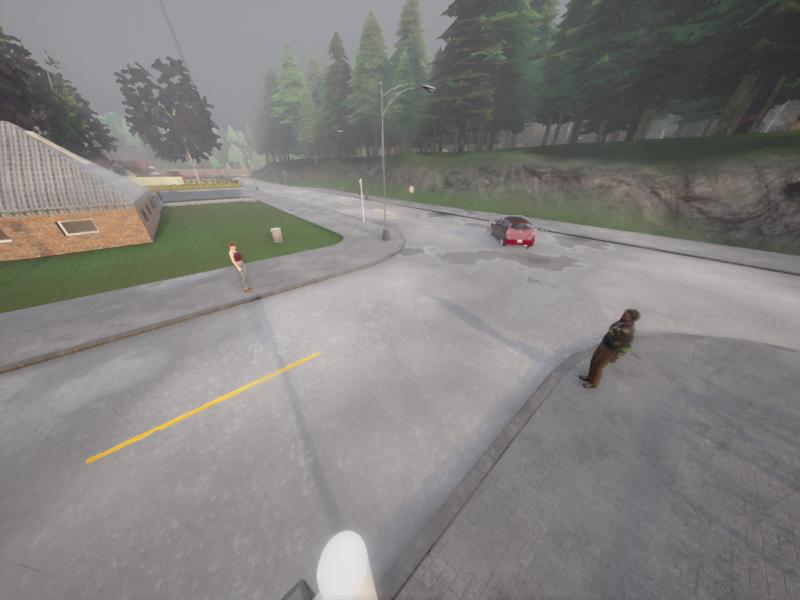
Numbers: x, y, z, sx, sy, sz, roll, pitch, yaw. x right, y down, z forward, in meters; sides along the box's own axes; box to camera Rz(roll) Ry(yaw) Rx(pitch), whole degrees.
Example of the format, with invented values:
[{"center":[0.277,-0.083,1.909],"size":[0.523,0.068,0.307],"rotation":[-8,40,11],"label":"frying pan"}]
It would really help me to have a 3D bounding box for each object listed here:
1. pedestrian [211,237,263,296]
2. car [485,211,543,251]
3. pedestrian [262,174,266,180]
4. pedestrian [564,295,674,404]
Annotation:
[{"center":[-5.603,-1.148,8.086],"size":[0.751,1.860,0.751],"rotation":[-3,30,-5],"label":"pedestrian"},{"center":[6.777,-4.378,14.268],"size":[1.845,1.501,3.633],"rotation":[2,30,3],"label":"car"},{"center":[-47.789,-43.268,81.036],"size":[0.751,1.860,0.751],"rotation":[-23,37,-34],"label":"pedestrian"},{"center":[3.970,0.957,4.415],"size":[0.751,1.860,0.751],"rotation":[11,32,18],"label":"pedestrian"}]
